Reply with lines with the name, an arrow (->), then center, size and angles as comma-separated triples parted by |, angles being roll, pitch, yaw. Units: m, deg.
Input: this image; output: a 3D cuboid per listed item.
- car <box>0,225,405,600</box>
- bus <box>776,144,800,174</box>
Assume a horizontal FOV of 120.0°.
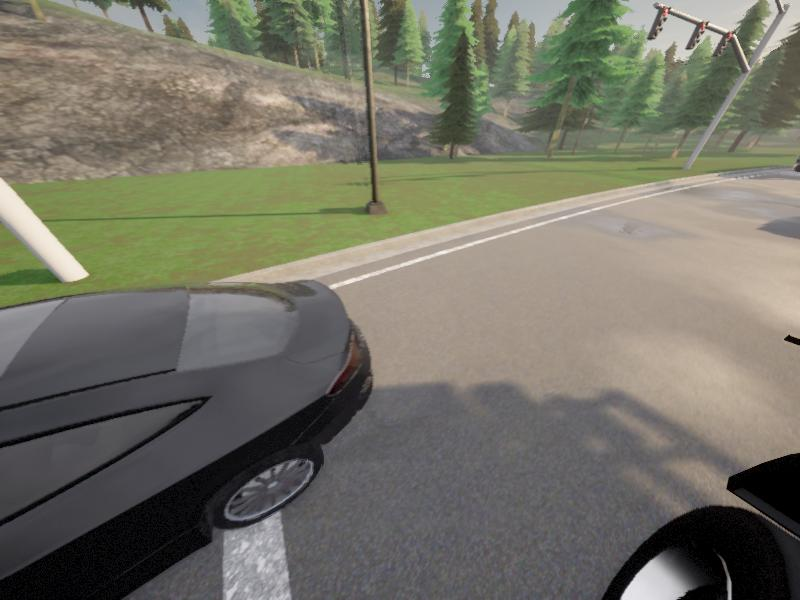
car -> -2.400, 0.948, 1.310 | 4.674, 1.442, 1.812 | -22, 41, -28
bus -> 33.044, -11.032, 15.613 | 10.273, 4.253, 3.944 | -12, 37, -16
